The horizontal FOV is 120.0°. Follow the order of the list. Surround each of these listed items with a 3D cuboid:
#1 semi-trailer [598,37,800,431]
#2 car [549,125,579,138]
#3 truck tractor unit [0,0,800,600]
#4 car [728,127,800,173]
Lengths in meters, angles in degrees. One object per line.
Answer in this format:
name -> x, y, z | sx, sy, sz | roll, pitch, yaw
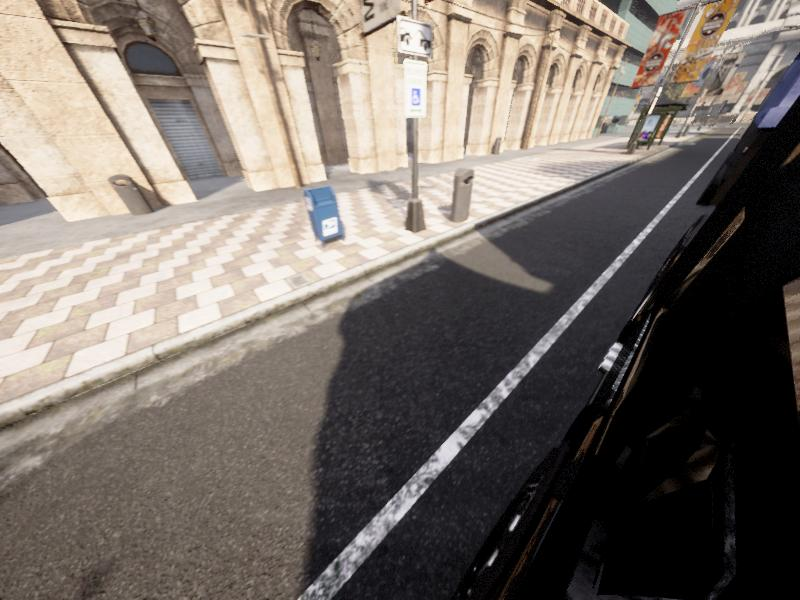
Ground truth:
semi-trailer -> 8.700, -3.587, 4.250 | 14.254, 4.402, 2.717 | -28, 43, -30
car -> 25.984, -26.651, 36.580 | 4.786, 1.482, 2.161 | -28, 43, -30
truck tractor unit -> 2.645, -0.295, 0.351 | 6.516, 4.208, 3.053 | -28, 44, -30
car -> 18.278, -7.471, 11.340 | 4.892, 1.490, 1.837 | -28, 43, -30
